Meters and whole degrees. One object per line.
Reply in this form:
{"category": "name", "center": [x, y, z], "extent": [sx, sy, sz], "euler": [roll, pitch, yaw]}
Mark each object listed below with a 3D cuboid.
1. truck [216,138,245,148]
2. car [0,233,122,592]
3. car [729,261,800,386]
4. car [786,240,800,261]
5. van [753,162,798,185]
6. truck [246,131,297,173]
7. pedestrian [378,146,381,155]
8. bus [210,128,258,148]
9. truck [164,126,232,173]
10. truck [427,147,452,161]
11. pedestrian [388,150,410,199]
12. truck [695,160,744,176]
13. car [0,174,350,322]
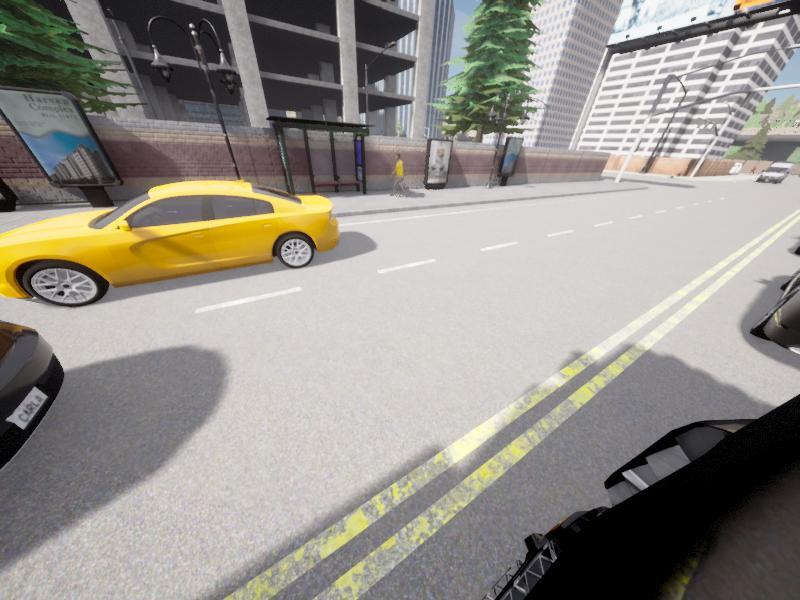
{"category": "truck", "center": [-48.150, -44.738, 65.702], "extent": [6.274, 2.098, 2.390], "euler": [-16, 38, -26]}
{"category": "car", "center": [-4.771, 1.161, 0.479], "extent": [4.892, 1.490, 1.837], "euler": [-16, 38, -26]}
{"category": "car", "center": [7.289, -0.097, 3.170], "extent": [5.238, 1.638, 1.930], "euler": [-16, 38, -26]}
{"category": "car", "center": [13.676, -1.924, 6.388], "extent": [4.611, 1.667, 2.242], "euler": [-16, 38, -26]}
{"category": "van", "center": [54.640, -18.413, 33.592], "extent": [5.915, 2.561, 1.988], "euler": [-16, 38, -26]}
{"category": "truck", "center": [-10.482, -11.993, 18.676], "extent": [2.615, 2.467, 5.204], "euler": [-16, 38, -26]}
{"category": "pedestrian", "center": [-5.498, -40.351, 62.288], "extent": [0.751, 1.860, 0.751], "euler": [-10, 36, -19]}
{"category": "bus", "center": [-48.604, -47.656, 68.110], "extent": [10.273, 4.253, 3.944], "euler": [-16, 38, -26]}
{"category": "truck", "center": [-14.207, -10.929, 16.786], "extent": [2.615, 2.467, 5.204], "euler": [-16, 38, -26]}
{"category": "truck", "center": [9.018, -33.897, 53.468], "extent": [2.627, 2.467, 5.204], "euler": [-16, 37, -26]}
{"category": "pedestrian", "center": [-0.075, -5.610, 10.387], "extent": [0.751, 1.860, 0.751], "euler": [-5, 34, -11]}
{"category": "truck", "center": [67.198, -27.927, 48.698], "extent": [2.615, 2.467, 5.204], "euler": [-16, 38, -26]}
{"category": "car", "center": [-3.724, -1.391, 4.363], "extent": [5.008, 1.535, 1.882], "euler": [-16, 38, -26]}
